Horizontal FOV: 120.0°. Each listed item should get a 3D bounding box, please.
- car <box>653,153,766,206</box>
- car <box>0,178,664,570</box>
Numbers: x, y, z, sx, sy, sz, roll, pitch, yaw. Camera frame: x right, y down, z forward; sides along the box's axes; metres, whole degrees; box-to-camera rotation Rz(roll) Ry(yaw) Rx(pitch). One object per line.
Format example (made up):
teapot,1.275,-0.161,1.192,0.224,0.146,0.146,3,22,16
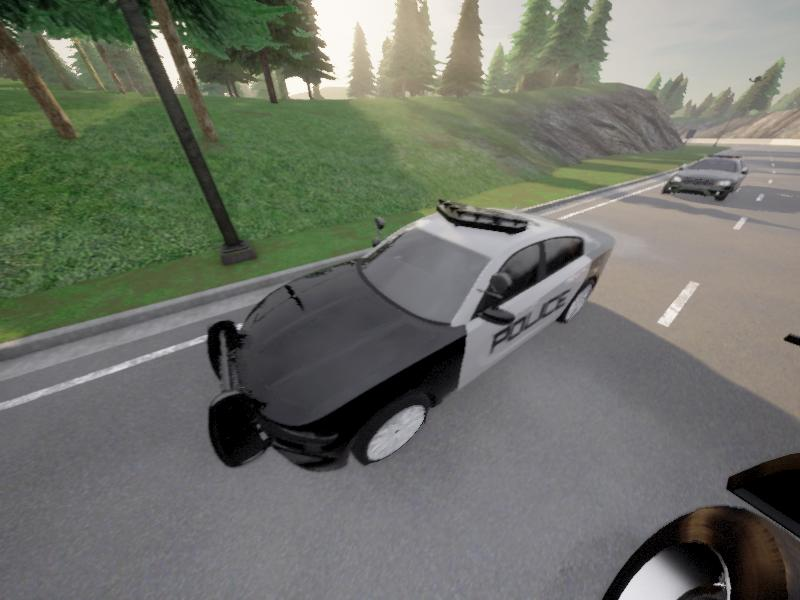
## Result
car,14.051,-5.646,10.472,4.974,1.542,2.038,-22,41,-28
car,0.691,-0.276,2.862,5.238,1.638,1.930,-22,41,-28
